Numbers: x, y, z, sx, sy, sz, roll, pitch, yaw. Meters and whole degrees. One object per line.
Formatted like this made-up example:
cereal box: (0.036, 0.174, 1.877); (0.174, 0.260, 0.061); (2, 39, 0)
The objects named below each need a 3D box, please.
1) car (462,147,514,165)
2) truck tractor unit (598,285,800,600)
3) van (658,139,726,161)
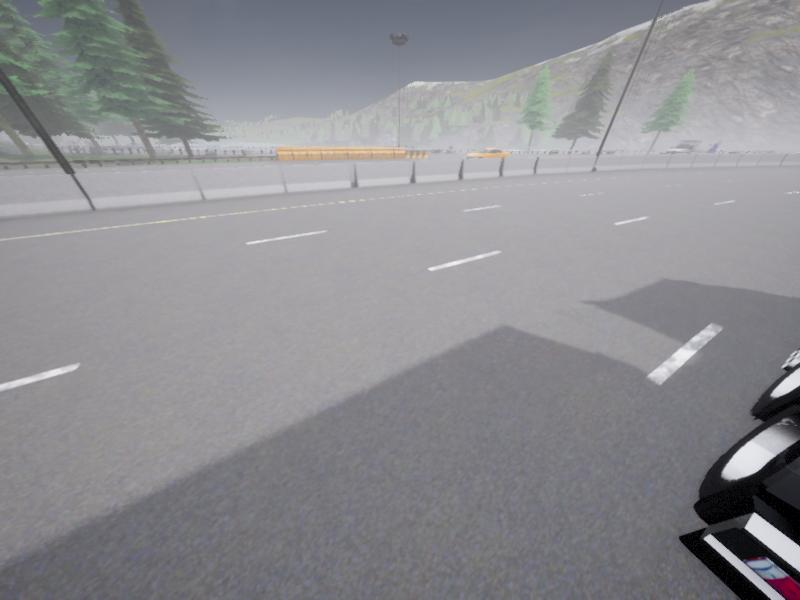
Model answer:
car: (9.627, -15.785, 25.330); (5.008, 1.535, 1.882); (-12, 37, -18)
truck tractor unit: (5.151, -0.258, 0.726); (6.516, 4.208, 3.053); (-17, 39, -22)
van: (40.981, -21.144, 32.575); (6.366, 2.431, 2.351); (-6, 35, -9)
